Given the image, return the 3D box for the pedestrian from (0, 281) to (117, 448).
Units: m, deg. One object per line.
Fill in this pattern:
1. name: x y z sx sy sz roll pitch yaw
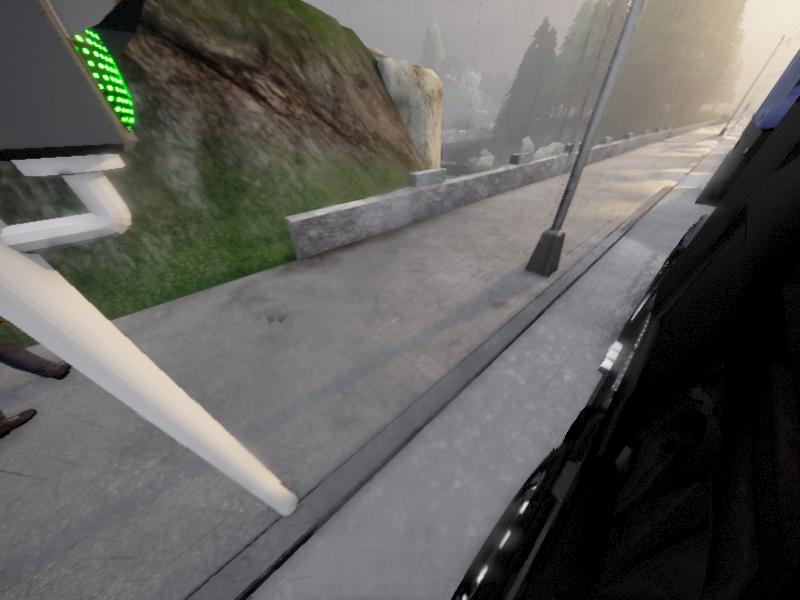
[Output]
1. pedestrian: -3.586 0.295 1.740 0.751 1.860 0.751 0 37 3

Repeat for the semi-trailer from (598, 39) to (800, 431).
1. semi-trailer: 8.681 -3.616 4.246 14.254 4.402 2.717 -28 44 -30

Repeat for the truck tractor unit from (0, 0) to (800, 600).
1. truck tractor unit: 2.645 -0.295 0.352 6.516 4.208 3.053 -28 44 -30
